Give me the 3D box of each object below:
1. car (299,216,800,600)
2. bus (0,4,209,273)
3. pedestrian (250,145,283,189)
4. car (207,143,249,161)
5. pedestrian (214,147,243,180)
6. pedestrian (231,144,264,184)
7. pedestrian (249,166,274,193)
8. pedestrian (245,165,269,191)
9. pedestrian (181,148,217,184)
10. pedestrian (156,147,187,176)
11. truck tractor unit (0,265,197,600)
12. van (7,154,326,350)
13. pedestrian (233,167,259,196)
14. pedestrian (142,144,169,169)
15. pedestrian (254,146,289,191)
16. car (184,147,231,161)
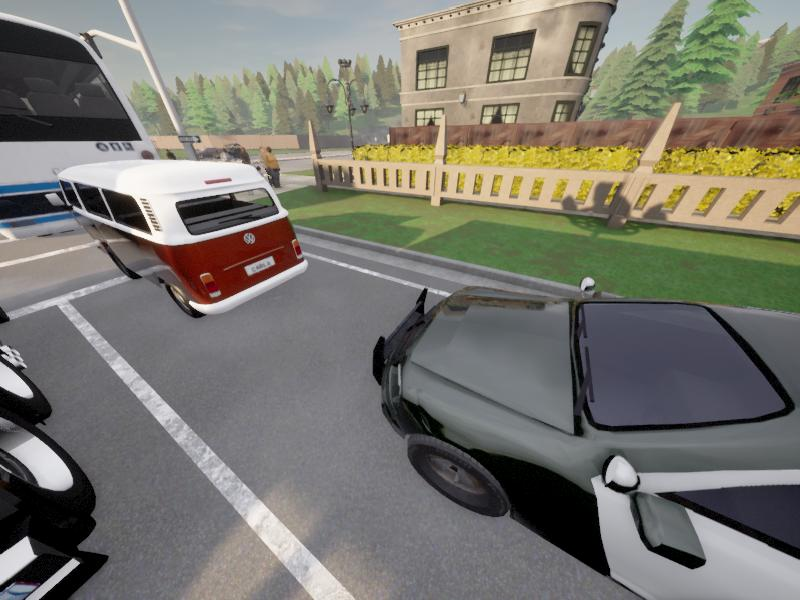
[{"bbox_3d":[2.106,0.843,1.431,4.974,1.542,2.038,18,39,24],"label":"car"},{"bbox_3d":[-11.418,-4.921,7.426,10.273,4.253,3.944,23,41,30],"label":"bus"},{"bbox_3d":[-6.894,-6.913,12.022,0.751,1.860,0.751,28,44,34],"label":"pedestrian"},{"bbox_3d":[-23.769,-20.659,32.169,1.905,1.878,3.866,18,39,25],"label":"car"},{"bbox_3d":[-11.706,-9.324,15.800,0.751,1.860,0.751,17,39,24],"label":"pedestrian"},{"bbox_3d":[-8.672,-7.752,13.188,0.751,1.860,0.751,19,39,26],"label":"pedestrian"},{"bbox_3d":[-6.594,-5.748,11.023,0.500,1.100,0.500,16,38,21],"label":"pedestrian"},{"bbox_3d":[-7.040,-6.007,11.398,0.500,1.100,0.500,4,35,6],"label":"pedestrian"},{"bbox_3d":[-12.456,-8.322,14.362,0.751,1.860,0.751,13,37,19],"label":"pedestrian"},{"bbox_3d":[-17.366,-10.551,17.598,0.751,1.860,0.751,14,37,20],"label":"pedestrian"},{"bbox_3d":[-5.113,-0.299,0.778,6.516,4.208,3.053,18,39,24],"label":"truck tractor unit"},{"bbox_3d":[-3.918,-1.327,4.144,4.480,2.038,2.069,18,39,24],"label":"van"},{"bbox_3d":[-6.968,-5.378,10.495,0.500,1.100,0.500,-5,35,-7],"label":"pedestrian"},{"bbox_3d":[-21.626,-12.718,20.474,0.751,1.860,0.751,18,39,25],"label":"pedestrian"},{"bbox_3d":[-6.367,-6.579,11.550,0.751,1.860,0.751,14,37,19],"label":"pedestrian"},{"bbox_3d":[-27.334,-20.945,32.997,1.812,1.442,4.674,18,39,25],"label":"car"}]
